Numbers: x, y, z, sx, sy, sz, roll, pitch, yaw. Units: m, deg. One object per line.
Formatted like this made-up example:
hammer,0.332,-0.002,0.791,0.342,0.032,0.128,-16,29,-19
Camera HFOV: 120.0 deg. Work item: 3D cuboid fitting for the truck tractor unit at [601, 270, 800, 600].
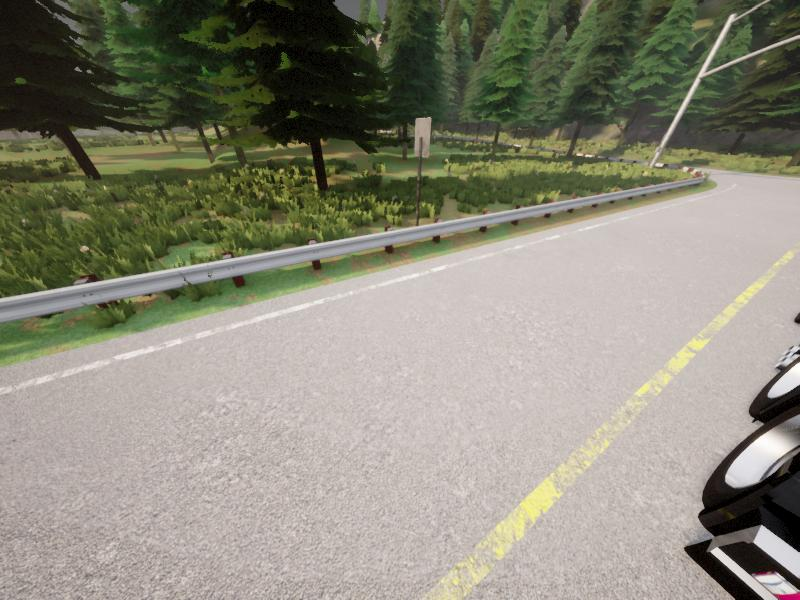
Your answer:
truck tractor unit,5.121,-0.291,0.768,6.516,4.208,3.053,-18,39,-24
